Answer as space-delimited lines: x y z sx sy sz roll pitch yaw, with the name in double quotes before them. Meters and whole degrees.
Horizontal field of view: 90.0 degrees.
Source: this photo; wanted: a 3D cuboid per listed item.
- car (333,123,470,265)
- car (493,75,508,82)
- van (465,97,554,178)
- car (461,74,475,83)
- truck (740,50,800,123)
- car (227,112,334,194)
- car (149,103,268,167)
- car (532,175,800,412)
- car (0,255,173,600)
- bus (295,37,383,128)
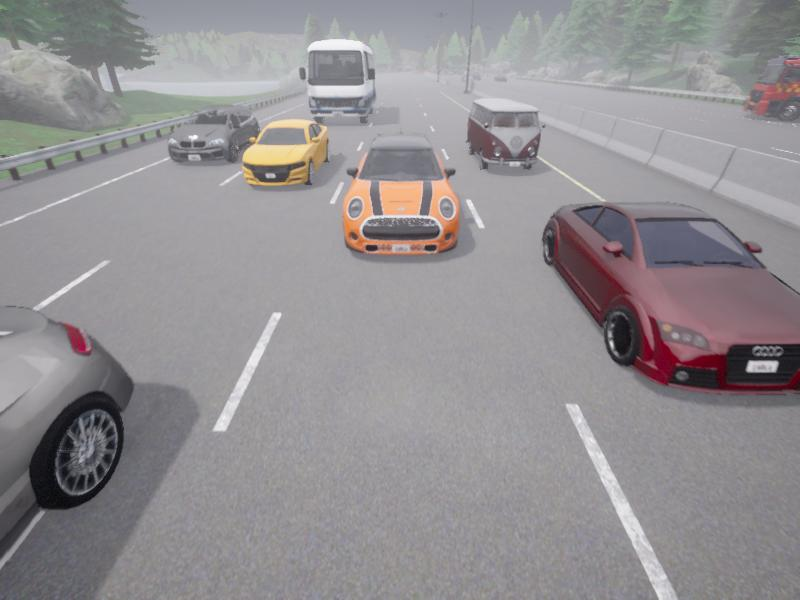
"car" 0.024 -2.533 8.522 2.097 1.767 4.553 0 30 0
"car" 21.115 -46.620 84.182 1.895 1.301 4.718 0 30 0
"van" 3.530 -5.796 13.899 1.775 1.987 4.442 0 30 0
"car" 14.113 -46.192 83.416 2.152 1.651 5.027 0 30 0
"truck" 26.702 -12.751 23.970 8.468 3.827 2.891 11 33 18
"car" -3.472 -4.861 12.743 1.882 1.535 5.008 0 31 0
"car" -6.968 -6.429 15.282 2.242 1.667 4.611 0 30 0
"car" 3.520 -0.515 5.507 1.994 1.385 4.181 0 30 0
"car" -3.484 1.600 1.645 2.152 1.651 5.027 0 30 0
"bus" -3.331 -14.061 25.753 3.944 4.253 10.273 0 30 0
